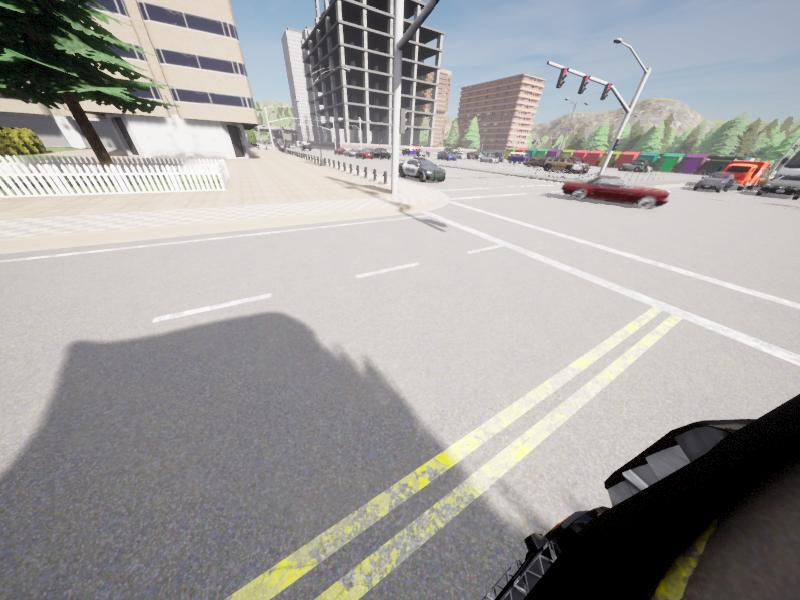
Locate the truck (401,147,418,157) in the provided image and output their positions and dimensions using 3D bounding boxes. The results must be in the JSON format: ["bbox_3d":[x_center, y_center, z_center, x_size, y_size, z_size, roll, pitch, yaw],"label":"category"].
[{"bbox_3d":[2.253,-37.514,58.434,2.069,2.038,4.478,-16,38,-26],"label":"truck"}]

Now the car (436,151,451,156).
[{"bbox_3d":[15.900,-53.189,83.821,4.902,1.511,2.128,-16,38,-26],"label":"car"}]

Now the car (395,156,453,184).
[{"bbox_3d":[1.727,-10.476,18.461,2.038,1.542,4.974,-15,38,-25],"label":"car"}]

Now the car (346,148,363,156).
[{"bbox_3d":[-10.462,-34.077,53.176,2.033,1.411,5.357,-16,38,-26],"label":"car"}]

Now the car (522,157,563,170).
[{"bbox_3d":[23.336,-22.464,37.994,2.033,1.415,5.357,-16,38,-26],"label":"car"}]

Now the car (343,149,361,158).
[{"bbox_3d":[-9.701,-29.422,46.315,1.895,1.301,4.718,-16,38,-26],"label":"car"}]

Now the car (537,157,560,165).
[{"bbox_3d":[34.959,-32.836,54.452,1.784,1.438,3.905,-16,38,-26],"label":"car"}]

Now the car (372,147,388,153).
[{"bbox_3d":[-6.628,-49.064,75.590,4.892,1.490,1.837,-16,38,-26],"label":"car"}]

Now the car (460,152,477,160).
[{"bbox_3d":[17.807,-37.599,60.307,1.784,1.438,3.905,-16,38,-26],"label":"car"}]

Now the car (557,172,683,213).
[{"bbox_3d":[11.796,-6.102,12.861,4.718,1.301,1.895,25,40,30],"label":"car"}]

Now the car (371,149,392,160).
[{"bbox_3d":[-3.570,-27.318,43.400,1.882,1.535,5.008,-16,38,-26],"label":"car"}]

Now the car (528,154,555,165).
[{"bbox_3d":[32.428,-32.332,53.119,1.932,1.855,4.605,-16,38,-26],"label":"car"}]

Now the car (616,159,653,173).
[{"bbox_3d":[41.178,-23.624,40.687,1.905,1.878,3.866,-16,38,-26],"label":"car"}]

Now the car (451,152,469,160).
[{"bbox_3d":[15.299,-36.863,59.063,1.970,1.475,3.806,-16,38,-26],"label":"car"}]

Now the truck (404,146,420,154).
[{"bbox_3d":[4.324,-54.758,84.363,5.204,2.467,2.627,-16,38,-26],"label":"truck"}]

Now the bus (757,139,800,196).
[{"bbox_3d":[41.123,-12.847,22.588,10.273,4.253,3.944,-15,38,-25],"label":"bus"}]

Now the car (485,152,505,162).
[{"bbox_3d":[22.154,-33.455,54.026,1.905,1.878,3.866,-16,38,-26],"label":"car"}]

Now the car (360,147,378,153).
[{"bbox_3d":[-10.339,-50.126,77.151,5.357,1.411,2.033,-16,38,-26],"label":"car"}]

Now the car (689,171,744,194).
[{"bbox_3d":[28.131,-10.518,20.550,3.633,1.501,1.845,-15,38,-25],"label":"car"}]

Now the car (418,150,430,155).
[{"bbox_3d":[8.702,-53.334,83.534,3.806,1.475,1.970,-16,38,-26],"label":"car"}]

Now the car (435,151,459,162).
[{"bbox_3d":[9.754,-29.818,47.903,2.242,1.667,4.611,-16,38,-26],"label":"car"}]

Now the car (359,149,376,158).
[{"bbox_3d":[-6.824,-30.492,48.013,1.812,1.442,4.674,-16,38,-26],"label":"car"}]

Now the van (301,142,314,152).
[{"bbox_3d":[-24.870,-40.899,61.760,2.069,2.038,4.480,-16,38,-26],"label":"van"}]

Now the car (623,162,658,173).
[{"bbox_3d":[43.680,-24.130,42.073,1.970,1.475,3.806,-16,38,-26],"label":"car"}]

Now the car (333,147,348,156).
[{"bbox_3d":[-13.198,-32.941,51.211,1.812,1.442,4.674,-16,38,-26],"label":"car"}]

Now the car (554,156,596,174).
[{"bbox_3d":[24.204,-18.789,32.107,1.905,1.878,3.866,-16,38,-26],"label":"car"}]

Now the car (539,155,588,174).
[{"bbox_3d":[21.671,-18.108,30.883,1.932,1.855,4.605,-16,38,-26],"label":"car"}]

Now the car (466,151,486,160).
[{"bbox_3d":[20.115,-38.458,61.396,1.932,1.855,4.605,-16,38,-26],"label":"car"}]

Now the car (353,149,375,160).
[{"bbox_3d":[-6.503,-26.336,41.748,2.163,1.488,4.792,-16,38,-26],"label":"car"}]

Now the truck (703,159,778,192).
[{"bbox_3d":[34.087,-12.525,23.178,5.204,2.467,2.627,-15,38,-25],"label":"truck"}]

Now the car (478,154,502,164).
[{"bbox_3d":[17.831,-27.939,45.824,1.970,1.475,3.806,-16,38,-26],"label":"car"}]

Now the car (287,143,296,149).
[{"bbox_3d":[-37.253,-52.931,79.378,1.851,1.617,3.988,-16,38,-26],"label":"car"}]

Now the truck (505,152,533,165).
[{"bbox_3d":[25.345,-30.366,49.444,2.069,2.038,4.478,-16,38,-26],"label":"truck"}]

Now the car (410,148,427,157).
[{"bbox_3d":[4.721,-38.181,59.798,1.932,1.855,4.605,-16,38,-26],"label":"car"}]

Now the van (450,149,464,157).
[{"bbox_3d":[20.390,-52.484,82.569,4.480,2.038,2.069,-16,38,-26],"label":"van"}]

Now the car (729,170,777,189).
[{"bbox_3d":[40.605,-13.892,26.540,5.366,1.575,1.801,-15,37,-25],"label":"car"}]

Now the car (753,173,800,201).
[{"bbox_3d":[32.372,-9.511,19.276,5.027,1.651,2.152,-16,38,-26],"label":"car"}]

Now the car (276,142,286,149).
[{"bbox_3d":[-39.397,-51.249,76.575,2.033,1.649,4.856,-16,38,-26],"label":"car"}]
